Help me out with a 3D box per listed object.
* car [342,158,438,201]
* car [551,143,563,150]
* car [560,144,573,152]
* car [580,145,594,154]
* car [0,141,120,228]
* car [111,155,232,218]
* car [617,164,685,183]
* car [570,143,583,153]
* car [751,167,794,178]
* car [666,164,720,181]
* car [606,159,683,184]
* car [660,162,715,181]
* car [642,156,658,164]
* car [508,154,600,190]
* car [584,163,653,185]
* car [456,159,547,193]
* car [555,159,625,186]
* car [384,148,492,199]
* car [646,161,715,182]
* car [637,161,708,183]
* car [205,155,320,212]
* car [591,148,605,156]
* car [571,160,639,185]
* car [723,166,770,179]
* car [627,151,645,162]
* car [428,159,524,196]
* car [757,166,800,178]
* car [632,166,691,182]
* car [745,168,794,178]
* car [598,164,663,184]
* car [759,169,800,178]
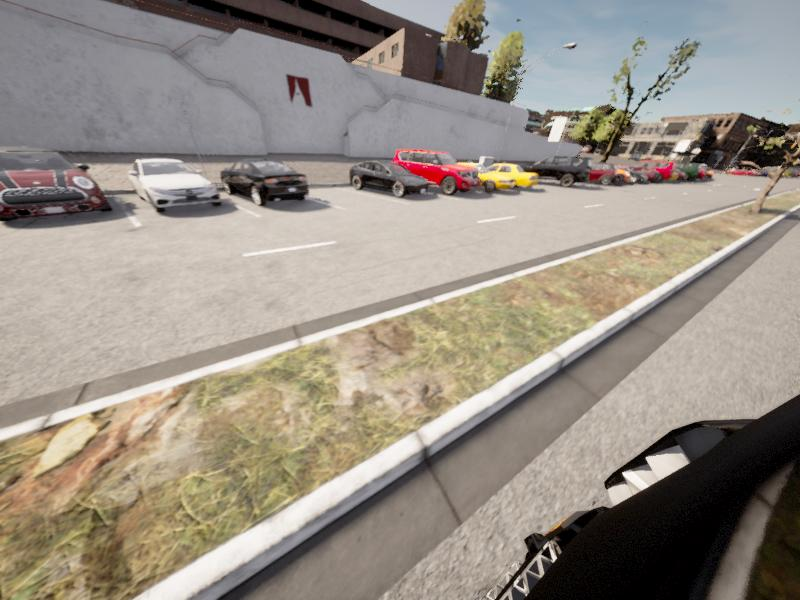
[{"bbox_3d":[-0.660,-6.617,12.426,4.792,1.488,2.163,26,40,32],"label":"car"},{"bbox_3d":[49.507,-48.319,72.678,2.002,1.452,4.674,32,42,27],"label":"car"},{"bbox_3d":[51.093,-46.686,70.778,1.946,1.575,5.366,32,42,28],"label":"car"},{"bbox_3d":[53.860,-43.263,66.453,1.878,1.987,4.442,32,42,27],"label":"car"},{"bbox_3d":[-11.098,-3.794,7.156,4.553,1.767,2.185,26,40,32],"label":"car"},{"bbox_3d":[-8.484,-4.385,8.537,4.674,1.452,2.002,26,40,32],"label":"car"},{"bbox_3d":[30.353,-15.522,28.238,5.366,1.575,1.946,26,40,32],"label":"car"},{"bbox_3d":[52.393,-45.004,68.449,1.878,1.987,4.442,32,42,28],"label":"car"},{"bbox_3d":[82.926,-28.480,51.560,2.185,1.767,4.553,-26,43,-37],"label":"car"},{"bbox_3d":[43.602,-19.117,34.570,4.553,1.767,2.185,27,40,32],"label":"car"},{"bbox_3d":[27.882,-14.946,26.706,5.566,2.045,2.435,26,40,32],"label":"car"},{"bbox_3d":[41.043,-18.469,33.189,4.442,1.987,1.878,27,39,32],"label":"car"},{"bbox_3d":[61.216,-34.414,56.727,2.002,1.452,4.674,32,42,28],"label":"car"},{"bbox_3d":[12.290,-10.569,18.824,5.566,2.045,2.435,26,40,32],"label":"car"},{"bbox_3d":[22.697,-13.277,24.207,4.892,1.521,2.231,26,39,32],"label":"car"},{"bbox_3d":[6.967,-8.946,16.429,5.366,1.575,1.946,26,40,32],"label":"car"},{"bbox_3d":[17.531,-11.909,21.486,4.553,1.767,2.185,26,40,32],"label":"car"},{"bbox_3d":[1.950,-7.596,13.578,5.566,2.045,2.435,26,40,32],"label":"car"},{"bbox_3d":[38.359,-17.812,31.924,5.566,2.045,2.435,26,39,32],"label":"car"},{"bbox_3d":[35.696,-17.113,30.642,5.566,2.045,2.435,26,40,32],"label":"car"},{"bbox_3d":[-5.879,-5.156,9.811,5.008,1.535,2.097,26,40,32],"label":"car"},{"bbox_3d":[55.359,-41.392,64.670,2.231,1.521,4.892,32,42,28],"label":"car"},{"bbox_3d":[20.084,-12.665,22.837,4.553,1.767,2.185,26,39,32],"label":"car"},{"bbox_3d":[61.338,-22.641,40.970,1.851,1.617,3.988,-9,35,-21],"label":"car"},{"bbox_3d":[59.800,-36.393,58.562,2.435,2.045,5.566,32,42,28],"label":"car"},{"bbox_3d":[4.659,-8.071,14.933,5.366,1.575,1.946,26,40,32],"label":"car"},{"bbox_3d":[85.793,-29.073,52.506,1.878,1.987,4.442,-26,42,-37],"label":"car"},{"bbox_3d":[33.100,-16.136,29.473,4.674,1.452,2.002,26,40,32],"label":"car"},{"bbox_3d":[80.319,-27.709,50.399,1.946,1.575,5.366,-26,43,-37],"label":"car"},{"bbox_3d":[25.270,-13.986,25.542,4.792,1.488,2.163,26,40,32],"label":"car"},{"bbox_3d":[88.467,-29.493,53.773,2.231,1.521,4.892,-25,42,-37],"label":"car"}]
